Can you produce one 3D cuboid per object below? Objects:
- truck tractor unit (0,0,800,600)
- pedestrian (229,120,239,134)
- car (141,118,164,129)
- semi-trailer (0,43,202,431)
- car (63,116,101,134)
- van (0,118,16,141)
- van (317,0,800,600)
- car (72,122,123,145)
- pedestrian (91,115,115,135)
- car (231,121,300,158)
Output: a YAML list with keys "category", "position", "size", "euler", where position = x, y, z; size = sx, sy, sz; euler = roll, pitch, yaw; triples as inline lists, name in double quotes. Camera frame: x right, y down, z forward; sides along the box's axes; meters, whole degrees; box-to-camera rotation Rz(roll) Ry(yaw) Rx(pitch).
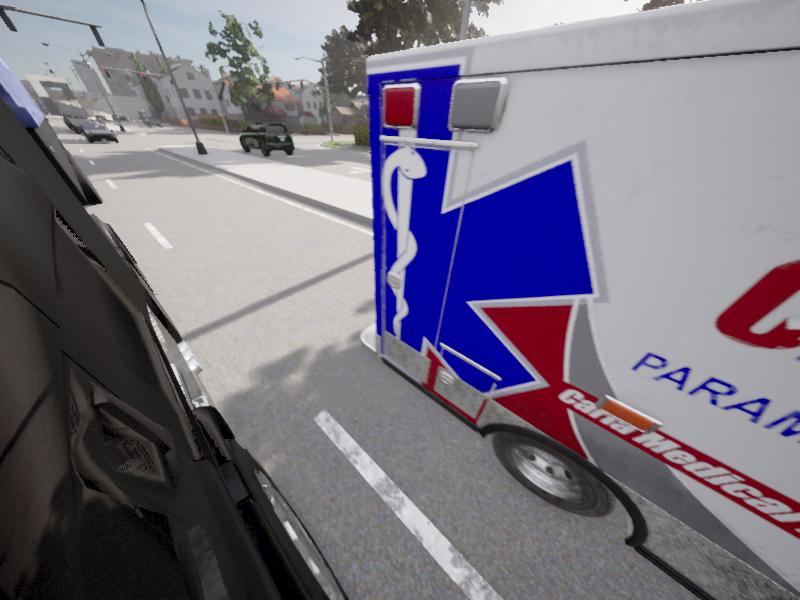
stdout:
- category: "truck tractor unit"
  position: [-2.645, -0.295, 0.351]
  size: [6.516, 4.208, 3.053]
  euler: [28, 44, 30]
- category: "pedestrian"
  position: [-28.014, -29.222, 38.985]
  size: [0.751, 1.860, 0.751]
  euler: [-25, 45, -32]
- category: "car"
  position: [-52.954, -37.880, 49.452]
  size: [5.027, 1.651, 2.152]
  euler: [28, 44, 30]
- category: "semi-trailer"
  position: [-8.699, -3.607, 4.223]
  size: [14.254, 4.402, 2.717]
  euler: [28, 44, 30]
- category: "car"
  position: [-40.210, -22.084, 29.191]
  size: [5.238, 1.638, 1.930]
  euler: [28, 44, 29]
- category: "van"
  position: [-36.322, -13.837, 17.793]
  size: [6.366, 2.431, 2.351]
  euler: [-29, 47, -35]
- category: "van"
  position: [2.736, 0.574, 1.020]
  size: [6.366, 2.431, 2.351]
  euler: [28, 44, 30]
- category: "car"
  position: [-27.294, -15.052, 20.832]
  size: [5.357, 1.411, 2.033]
  euler: [28, 44, 30]
- category: "pedestrian"
  position: [-35.821, -21.061, 27.876]
  size: [0.751, 1.860, 0.751]
  euler: [-3, 37, -7]
- category: "car"
  position: [-10.563, -12.655, 18.130]
  size: [5.566, 2.045, 2.150]
  euler: [28, 44, 30]
